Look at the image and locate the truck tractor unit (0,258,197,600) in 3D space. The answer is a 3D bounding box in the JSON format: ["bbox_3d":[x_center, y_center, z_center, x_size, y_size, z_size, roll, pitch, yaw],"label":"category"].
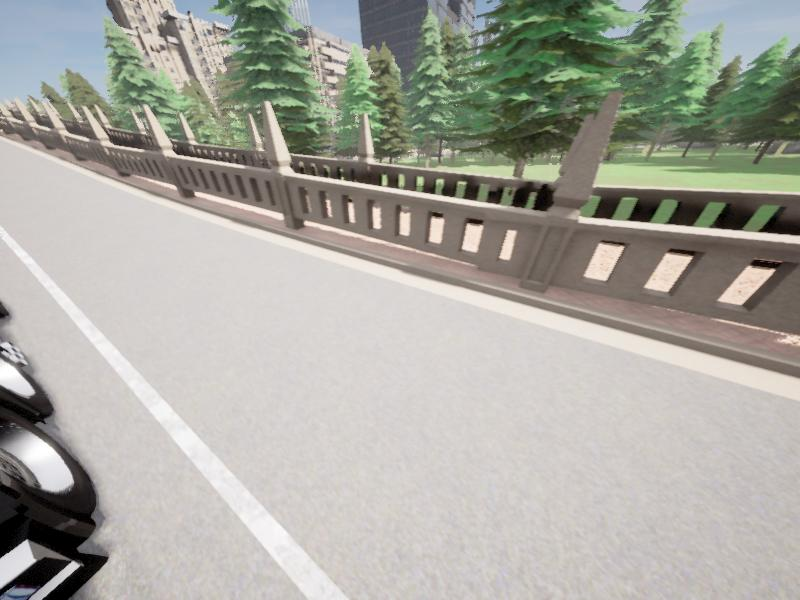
[{"bbox_3d":[-5.089,-0.328,0.765,6.516,4.208,3.053,19,40,24],"label":"truck tractor unit"}]
